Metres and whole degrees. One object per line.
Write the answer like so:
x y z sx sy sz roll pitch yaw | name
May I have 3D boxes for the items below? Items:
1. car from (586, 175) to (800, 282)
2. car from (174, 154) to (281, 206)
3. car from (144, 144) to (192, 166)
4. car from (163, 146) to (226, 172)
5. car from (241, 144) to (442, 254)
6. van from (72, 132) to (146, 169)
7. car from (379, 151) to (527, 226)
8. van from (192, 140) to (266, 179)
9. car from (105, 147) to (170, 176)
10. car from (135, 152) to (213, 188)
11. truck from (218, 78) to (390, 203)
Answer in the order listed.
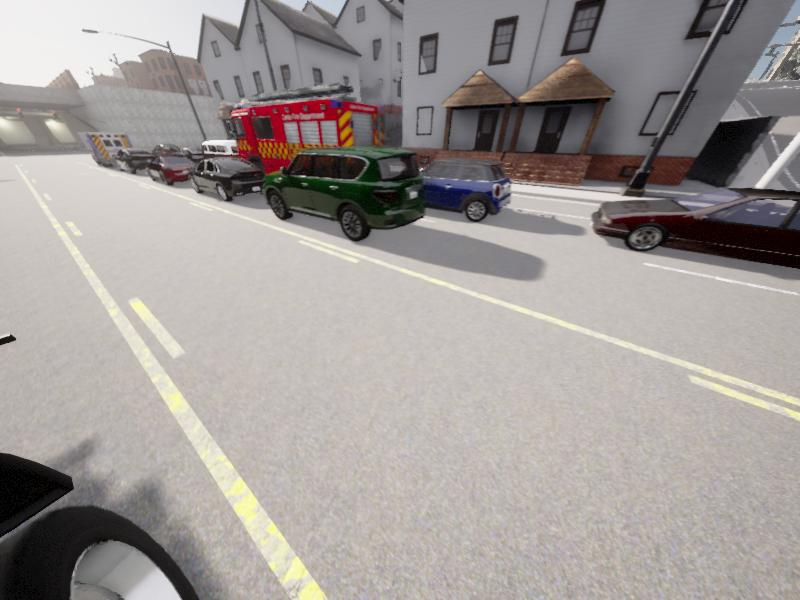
7.706 -1.669 5.174 5.357 1.411 2.033 20 40 26 | car
-7.882 -5.611 10.513 4.892 1.490 1.837 22 41 28 | car
-22.277 -14.013 22.198 3.988 1.617 1.851 22 41 28 | car
-17.213 -11.894 19.325 4.902 1.511 2.128 22 41 28 | car
-1.851 -3.370 6.914 5.566 2.045 2.150 22 41 28 | car
-25.786 -13.326 20.470 6.366 2.431 2.351 22 41 28 | van
1.694 -4.276 8.461 4.553 1.767 2.097 22 41 28 | car
-11.945 -9.958 16.172 4.480 2.038 2.069 22 41 28 | van
-19.489 -10.362 17.136 4.892 1.490 1.837 22 41 28 | car
-13.301 -7.763 13.621 4.181 1.385 1.994 24 41 29 | car
-4.797 -7.768 11.589 8.468 3.827 2.891 22 41 28 | truck
